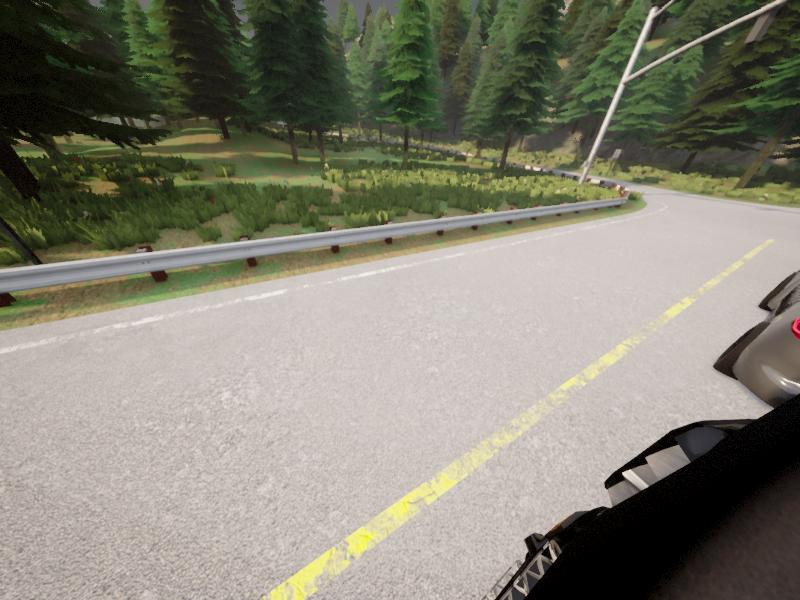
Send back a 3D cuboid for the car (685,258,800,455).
[{"bbox_3d":[5.834,0.323,2.376,4.611,1.667,2.242,-16,38,-26],"label":"car"}]
